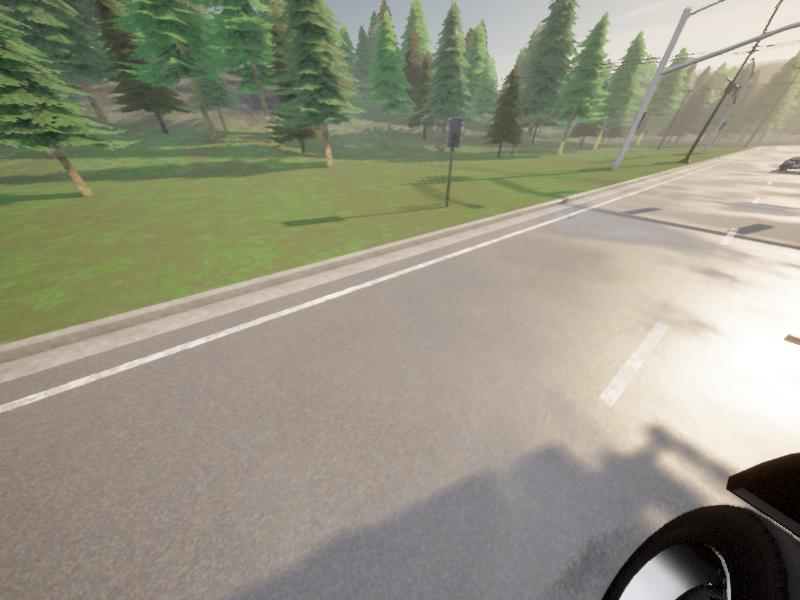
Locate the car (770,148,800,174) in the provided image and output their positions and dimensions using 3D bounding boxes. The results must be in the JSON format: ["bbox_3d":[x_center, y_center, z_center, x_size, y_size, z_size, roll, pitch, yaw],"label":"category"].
[{"bbox_3d":[29.520,-9.700,16.097,4.674,1.442,1.812,-7,36,-9],"label":"car"}]
